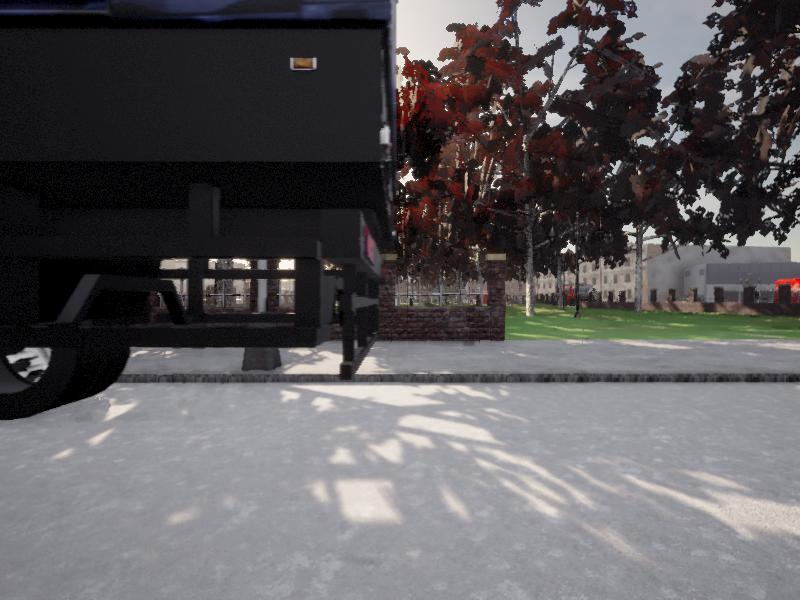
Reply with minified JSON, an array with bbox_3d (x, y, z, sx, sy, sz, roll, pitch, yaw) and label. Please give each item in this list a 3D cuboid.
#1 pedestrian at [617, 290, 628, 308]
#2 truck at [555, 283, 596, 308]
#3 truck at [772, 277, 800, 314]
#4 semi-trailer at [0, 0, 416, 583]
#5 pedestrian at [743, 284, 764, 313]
[{"bbox_3d":[23.542,-0.100,42.365,0.751,1.860,0.751,0,0,0],"label":"pedestrian"},{"bbox_3d":[28.387,-0.744,65.198,2.891,3.827,8.468,0,0,0],"label":"truck"},{"bbox_3d":[28.297,-0.287,26.435,2.627,2.467,5.204,0,0,0],"label":"truck"},{"bbox_3d":[-7.079,-1.207,2.742,14.254,4.402,2.717,0,0,0],"label":"semi-trailer"},{"bbox_3d":[23.486,-0.100,26.567,0.751,1.860,0.751,0,0,0],"label":"pedestrian"}]
